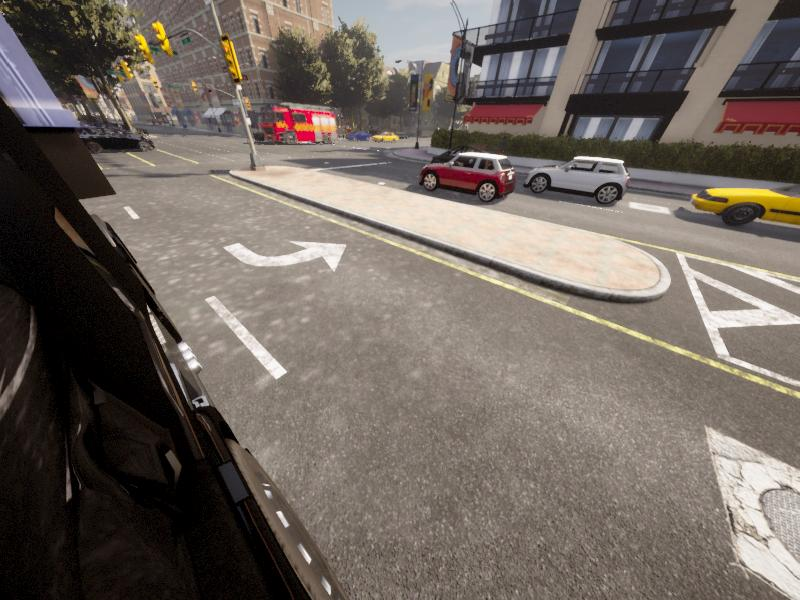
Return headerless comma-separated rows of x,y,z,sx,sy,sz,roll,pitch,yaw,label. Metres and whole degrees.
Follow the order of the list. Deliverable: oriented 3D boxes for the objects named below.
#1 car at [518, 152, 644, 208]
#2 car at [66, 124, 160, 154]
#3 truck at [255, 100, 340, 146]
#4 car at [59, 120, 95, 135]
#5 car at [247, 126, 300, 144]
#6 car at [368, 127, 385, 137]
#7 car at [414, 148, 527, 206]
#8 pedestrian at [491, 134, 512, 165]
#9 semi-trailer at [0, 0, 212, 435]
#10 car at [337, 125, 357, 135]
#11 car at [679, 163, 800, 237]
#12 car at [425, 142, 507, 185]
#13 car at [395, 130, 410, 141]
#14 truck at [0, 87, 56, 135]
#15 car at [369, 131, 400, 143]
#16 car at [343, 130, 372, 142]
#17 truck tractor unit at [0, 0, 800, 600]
7.680,-5.386,10.091,3.806,1.475,1.970,28,44,30,car
-19.747,-11.196,16.082,1.845,1.501,3.633,27,44,29,car
-11.815,-21.020,27.789,2.891,3.827,8.468,27,43,29,truck
-39.822,-21.264,28.461,4.718,1.301,1.895,28,43,29,car
-15.707,-20.742,28.996,1.930,1.638,5.238,27,43,29,car
-5.943,-42.197,58.069,3.866,1.878,1.905,30,44,31,car
2.759,-5.248,9.596,3.806,1.475,1.970,28,43,30,car
7.642,-11.305,17.381,0.751,1.860,0.751,27,43,29,pedestrian
-9.457,-2.940,3.286,14.254,4.402,2.717,19,40,20,semi-trailer
-14.546,-46.812,63.566,5.566,2.045,2.150,27,43,30,car
12.687,-2.809,6.877,5.366,1.575,1.801,28,43,29,car
3.490,-7.613,12.737,3.705,1.549,1.789,28,43,29,car
0.434,-35.595,49.945,2.038,1.542,4.974,-6,38,-11,car
-42.459,-20.962,25.779,8.468,3.827,2.891,28,43,29,truck
-2.435,-26.779,37.949,1.801,1.575,5.366,27,43,29,car
-6.856,-26.926,37.982,1.812,1.442,4.674,27,44,29,car
-2.645,-0.295,0.351,6.516,4.208,3.053,28,44,30,truck tractor unit
